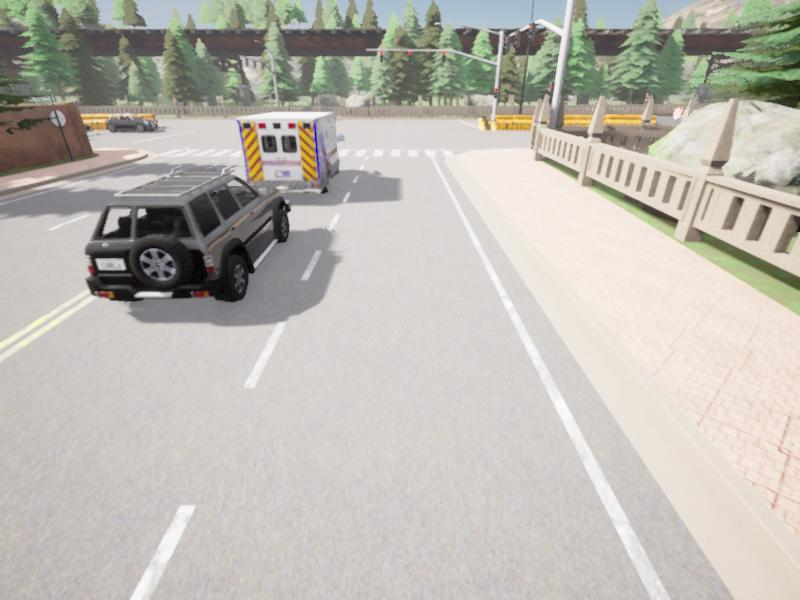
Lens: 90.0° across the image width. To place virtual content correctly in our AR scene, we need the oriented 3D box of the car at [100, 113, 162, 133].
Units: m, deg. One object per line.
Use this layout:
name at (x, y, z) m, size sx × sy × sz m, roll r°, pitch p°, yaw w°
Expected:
car at (-23.459, -15.502, 35.054) m, size 3.806 × 1.475 × 1.970 m, roll 0°, pitch 27°, yaw 0°

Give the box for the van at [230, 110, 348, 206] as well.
van at (-3.504, -5.386, 14.405) m, size 2.351 × 2.431 × 6.366 m, roll 0°, pitch 27°, yaw 0°

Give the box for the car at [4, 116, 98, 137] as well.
car at (-27.784, -13.873, 31.974) m, size 5.357 × 1.411 × 2.033 m, roll 0°, pitch 27°, yaw 0°

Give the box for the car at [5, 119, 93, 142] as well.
car at (-25.199, -12.254, 28.863) m, size 4.181 × 1.385 × 1.994 m, roll 0°, pitch 27°, yaw 0°

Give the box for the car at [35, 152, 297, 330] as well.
car at (-3.499, -1.448, 7.358) m, size 1.932 × 1.855 × 4.605 m, roll 0°, pitch 27°, yaw 0°

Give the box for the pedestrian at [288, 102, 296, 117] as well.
pedestrian at (-14.838, -26.120, 54.879) m, size 0.751 × 1.860 × 0.751 m, roll 1°, pitch 27°, yaw 1°
